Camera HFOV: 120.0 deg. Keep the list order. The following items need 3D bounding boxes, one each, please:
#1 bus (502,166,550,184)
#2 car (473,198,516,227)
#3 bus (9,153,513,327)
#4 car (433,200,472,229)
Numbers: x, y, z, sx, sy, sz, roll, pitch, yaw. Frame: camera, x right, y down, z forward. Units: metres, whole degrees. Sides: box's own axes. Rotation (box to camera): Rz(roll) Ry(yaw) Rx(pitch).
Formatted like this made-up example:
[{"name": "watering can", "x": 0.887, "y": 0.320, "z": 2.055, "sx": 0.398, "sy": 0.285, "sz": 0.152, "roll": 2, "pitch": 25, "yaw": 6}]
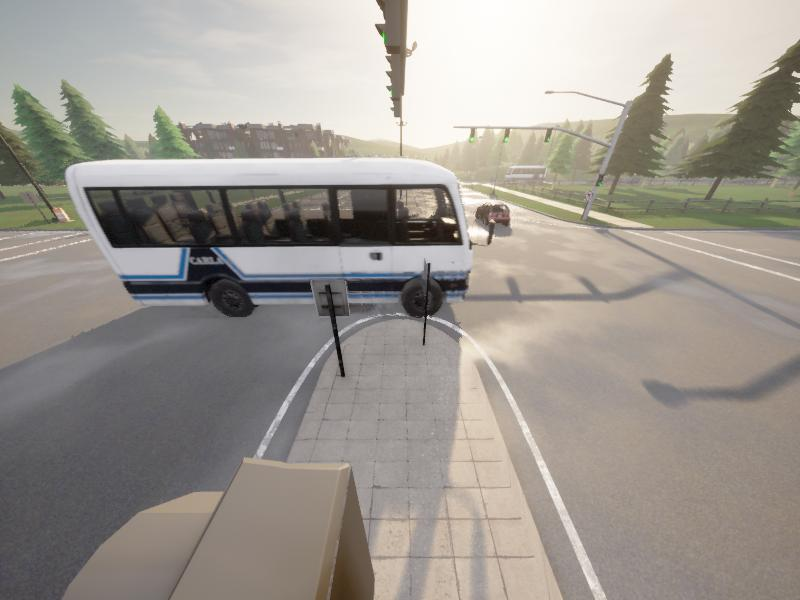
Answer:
[{"name": "bus", "x": 34.340, "y": -34.393, "z": 63.423, "sx": 10.273, "sy": 4.253, "sz": 3.944, "roll": 0, "pitch": 30, "yaw": 0}, {"name": "car", "x": 7.611, "y": -7.293, "z": 19.130, "sx": 1.851, "sy": 1.617, "sz": 3.988, "roll": 0, "pitch": 30, "yaw": 0}, {"name": "bus", "x": -2.824, "y": -2.083, "z": 7.469, "sx": 10.273, "sy": 4.253, "sz": 3.944, "roll": 0, "pitch": 30, "yaw": 0}, {"name": "car", "x": 4.110, "y": -7.222, "z": 19.133, "sx": 2.163, "sy": 1.488, "sz": 4.792, "roll": 0, "pitch": 30, "yaw": 0}]
